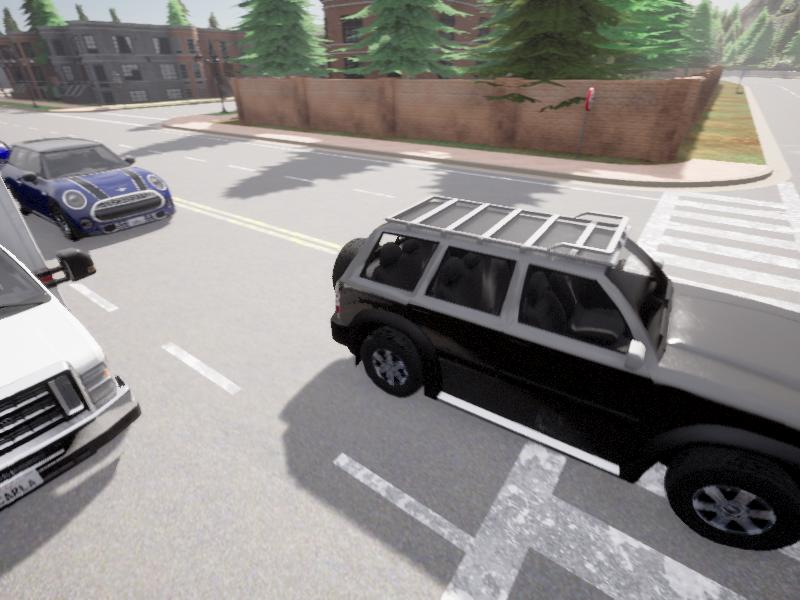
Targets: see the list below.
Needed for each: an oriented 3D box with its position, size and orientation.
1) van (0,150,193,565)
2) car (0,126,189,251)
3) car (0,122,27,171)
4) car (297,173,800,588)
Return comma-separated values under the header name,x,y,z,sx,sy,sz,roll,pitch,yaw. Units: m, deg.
name,x,y,z,sx,sy,sz,roll,pitch,yaw
van,-5.298,-0.177,4.081,6.366,2.431,2.351,19,36,31
car,-7.374,-2.806,9.268,4.553,1.767,2.097,19,36,31
car,-16.290,-5.804,14.910,4.514,1.525,2.007,19,36,31
car,1.490,0.171,3.849,4.605,1.855,1.932,17,35,29
